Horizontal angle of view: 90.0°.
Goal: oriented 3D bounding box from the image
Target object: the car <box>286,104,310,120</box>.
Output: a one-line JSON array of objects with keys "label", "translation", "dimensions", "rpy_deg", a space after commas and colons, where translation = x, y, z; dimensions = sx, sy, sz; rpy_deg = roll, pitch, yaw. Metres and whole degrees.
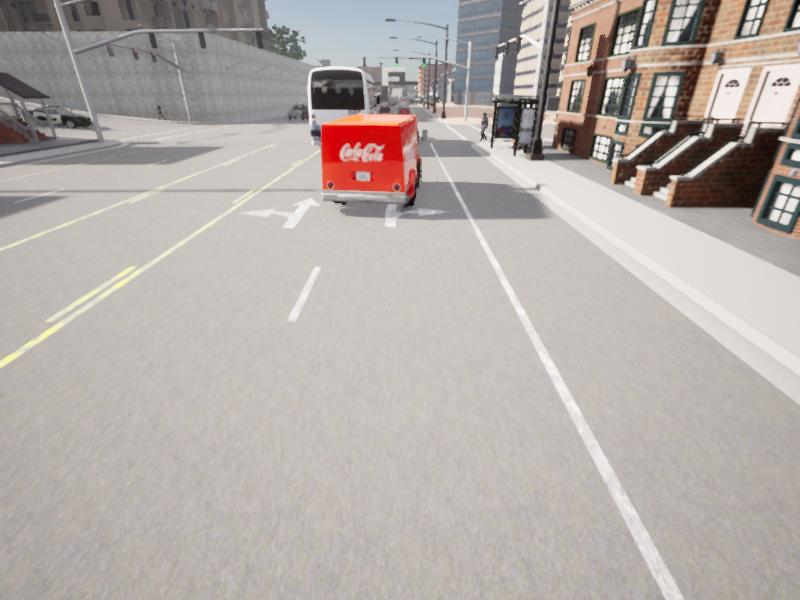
[{"label": "car", "translation": [-13.419, -24.915, 52.940], "dimensions": [1.932, 1.855, 4.605], "rpy_deg": [0, 27, 0]}]

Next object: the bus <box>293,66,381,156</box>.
[{"label": "bus", "translation": [-3.376, -12.064, 25.384], "dimensions": [3.944, 4.253, 10.273], "rpy_deg": [0, 27, -1]}]

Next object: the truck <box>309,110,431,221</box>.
[{"label": "truck", "translation": [-0.585, -4.549, 12.769], "dimensions": [2.627, 2.467, 5.204], "rpy_deg": [4, 28, 8]}]

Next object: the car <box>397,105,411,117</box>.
[{"label": "car", "translation": [0.649, -28.418, 60.084], "dimensions": [2.007, 1.525, 4.514], "rpy_deg": [0, 27, 0]}]

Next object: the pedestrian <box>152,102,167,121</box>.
[{"label": "pedestrian", "translation": [-26.014, -20.409, 43.285], "dimensions": [0.751, 1.860, 0.751], "rpy_deg": [0, 27, 1]}]

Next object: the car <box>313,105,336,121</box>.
[{"label": "car", "translation": [-9.916, -24.879, 53.139], "dimensions": [2.033, 1.649, 4.856], "rpy_deg": [0, 27, 0]}]

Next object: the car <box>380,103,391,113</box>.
[{"label": "car", "translation": [-2.708, -35.887, 74.733], "dimensions": [1.970, 1.475, 3.806], "rpy_deg": [0, 27, 0]}]

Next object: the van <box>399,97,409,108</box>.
[{"label": "van", "translation": [0.995, -47.133, 95.406], "dimensions": [2.351, 2.431, 6.366], "rpy_deg": [0, 27, 0]}]

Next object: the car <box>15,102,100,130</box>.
[{"label": "car", "translation": [-29.330, -15.810, 34.405], "dimensions": [5.238, 1.638, 1.930], "rpy_deg": [5, 27, -2]}]

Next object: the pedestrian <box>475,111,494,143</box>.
[{"label": "pedestrian", "translation": [5.492, -11.351, 26.203], "dimensions": [0.751, 1.860, 0.751], "rpy_deg": [-13, 30, -23]}]

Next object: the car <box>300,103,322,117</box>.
[{"label": "car", "translation": [-13.348, -28.611, 60.213], "dimensions": [2.097, 1.767, 4.553], "rpy_deg": [0, 27, 0]}]

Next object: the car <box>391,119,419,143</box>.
[{"label": "car", "translation": [0.354, -12.423, 29.299], "dimensions": [1.895, 1.301, 4.718], "rpy_deg": [0, 27, 0]}]
